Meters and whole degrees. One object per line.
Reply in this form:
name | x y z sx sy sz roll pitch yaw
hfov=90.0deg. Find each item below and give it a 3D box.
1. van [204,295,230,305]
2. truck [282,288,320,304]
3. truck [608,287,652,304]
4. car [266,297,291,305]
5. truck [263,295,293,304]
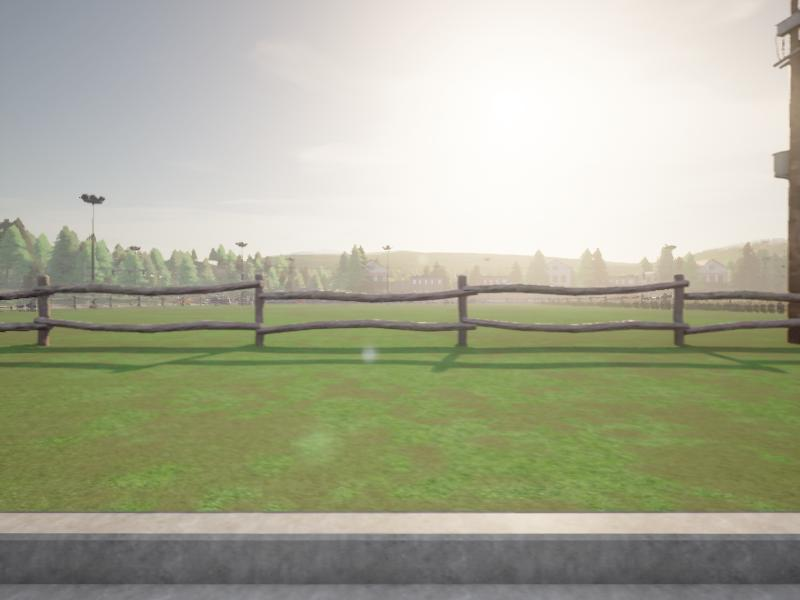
van | -37.364 -0.011 81.633 2.069 2.038 4.480 0 0 29
truck | -23.541 -0.915 95.621 8.468 3.827 2.891 0 0 0
truck | 52.753 -0.945 91.743 8.468 3.827 2.891 0 0 0
car | -25.778 0.234 85.125 4.611 1.667 2.242 0 0 -1
truck | -28.044 -0.049 91.974 6.274 2.098 2.390 0 0 -8
